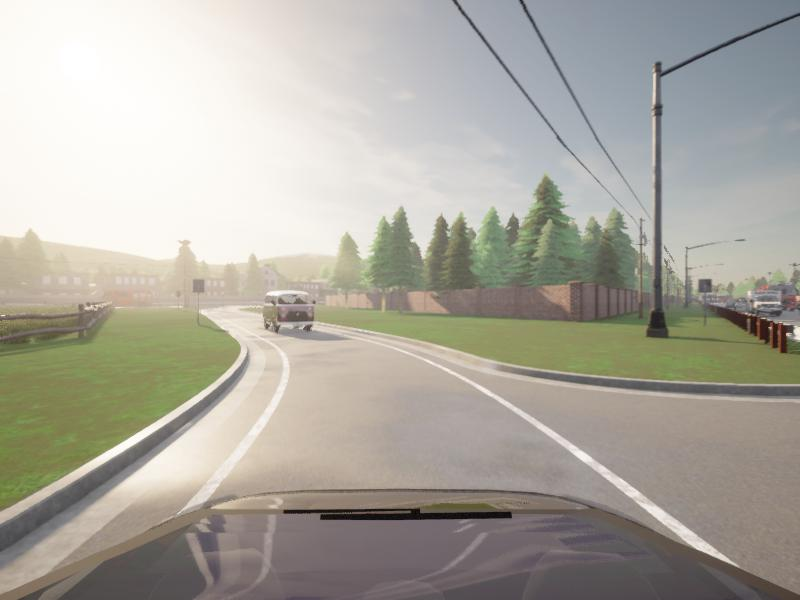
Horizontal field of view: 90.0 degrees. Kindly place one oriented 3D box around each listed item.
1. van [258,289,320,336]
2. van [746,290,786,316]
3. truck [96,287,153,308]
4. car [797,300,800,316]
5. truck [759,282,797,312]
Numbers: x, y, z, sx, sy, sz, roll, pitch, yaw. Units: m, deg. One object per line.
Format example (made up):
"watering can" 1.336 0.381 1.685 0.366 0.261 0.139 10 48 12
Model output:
"van" -5.645 0.544 19.907 2.069 2.038 4.480 0 0 -28
"van" 36.775 0.311 40.350 2.351 2.431 6.366 0 0 36
"truck" -52.150 -0.414 75.993 2.891 3.827 8.468 0 0 37
"car" 39.411 0.762 38.024 1.845 1.501 3.633 0 0 36
"truck" 52.406 -0.417 55.694 2.891 3.827 8.468 0 0 36
